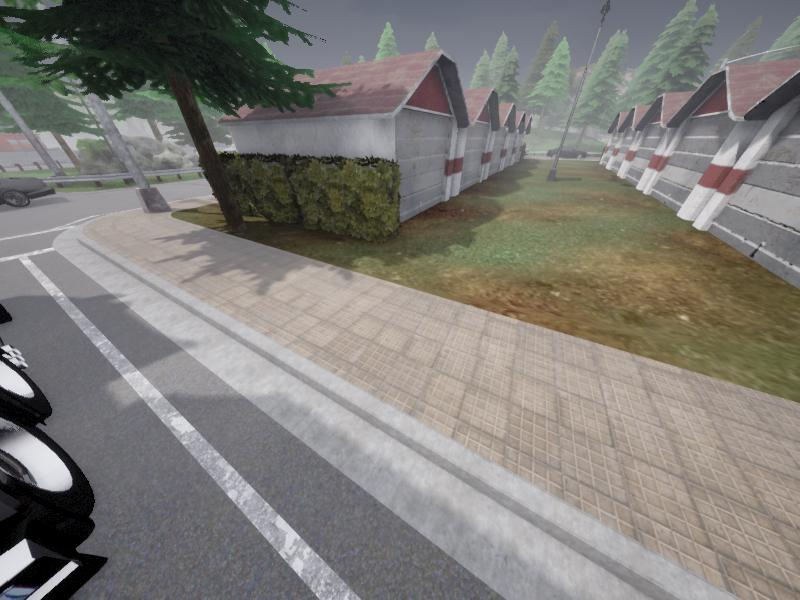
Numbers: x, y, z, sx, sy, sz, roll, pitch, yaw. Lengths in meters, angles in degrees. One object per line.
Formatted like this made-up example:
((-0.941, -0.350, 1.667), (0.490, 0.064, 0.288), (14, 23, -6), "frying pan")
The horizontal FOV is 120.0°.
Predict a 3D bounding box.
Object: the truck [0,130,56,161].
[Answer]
((-62.358, -24.138, 36.103), (2.891, 3.827, 8.468), (18, 39, 25), "truck")

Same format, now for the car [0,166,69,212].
((-17.489, -3.973, 8.743), (2.033, 1.411, 5.357), (8, 36, 11), "car")

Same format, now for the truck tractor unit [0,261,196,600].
((-5.107, -0.305, 0.785), (6.516, 4.208, 3.053), (19, 39, 24), "truck tractor unit")
